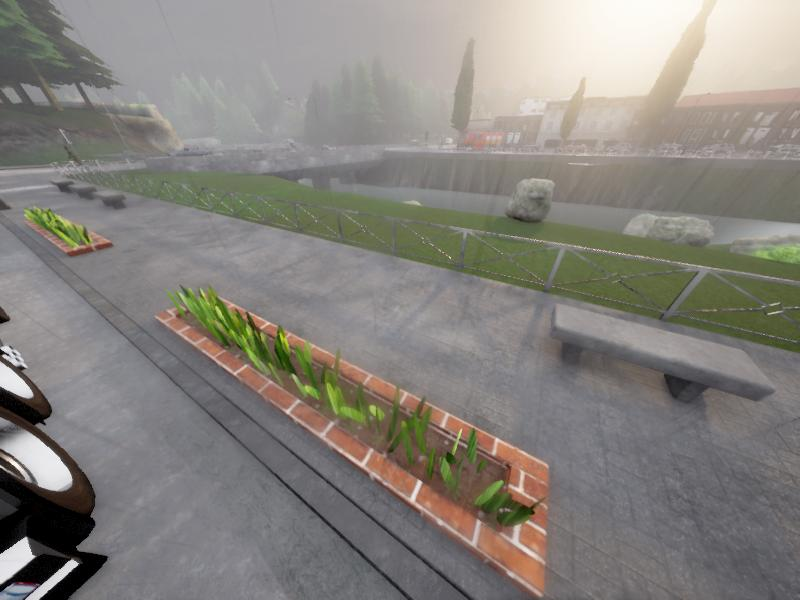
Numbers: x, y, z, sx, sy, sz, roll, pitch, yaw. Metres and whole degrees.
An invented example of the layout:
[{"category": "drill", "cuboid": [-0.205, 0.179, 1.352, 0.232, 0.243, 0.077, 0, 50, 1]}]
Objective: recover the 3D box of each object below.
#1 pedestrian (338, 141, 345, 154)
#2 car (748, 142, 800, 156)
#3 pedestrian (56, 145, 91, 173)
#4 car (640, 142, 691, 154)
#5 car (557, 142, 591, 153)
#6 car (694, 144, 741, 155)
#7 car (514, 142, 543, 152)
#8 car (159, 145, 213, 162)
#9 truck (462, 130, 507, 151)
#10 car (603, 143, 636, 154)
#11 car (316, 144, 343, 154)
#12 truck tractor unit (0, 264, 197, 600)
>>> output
[{"category": "pedestrian", "cuboid": [-10.545, -27.398, 41.538, 0.751, 1.860, 0.751, 21, 40, 28]}, {"category": "car", "cuboid": [56.808, -22.372, 34.274, 5.238, 1.638, 1.930, 18, 39, 24]}, {"category": "pedestrian", "cuboid": [-26.458, -11.449, 18.743, 0.751, 1.860, 0.751, 18, 39, 24]}, {"category": "car", "cuboid": [45.421, -26.085, 39.682, 5.238, 1.638, 1.930, 18, 39, 24]}, {"category": "car", "cuboid": [33.854, -29.848, 45.180, 5.027, 1.651, 2.152, 18, 39, 24]}, {"category": "car", "cuboid": [50.848, -24.245, 37.148, 3.806, 1.475, 1.970, 18, 39, 25]}, {"category": "car", "cuboid": [26.940, -32.107, 48.466, 4.856, 1.649, 2.033, 18, 39, 24]}, {"category": "car", "cuboid": [-28.684, -19.780, 31.121, 2.242, 1.667, 4.611, 18, 39, 24]}, {"category": "truck", "cuboid": [18.708, -35.691, 51.744, 8.468, 3.827, 2.891, 18, 39, 24]}, {"category": "car", "cuboid": [40.046, -27.767, 42.277, 3.806, 1.475, 1.970, 18, 39, 24]}, {"category": "car", "cuboid": [-13.788, -29.959, 45.749, 2.038, 1.542, 4.974, 18, 39, 24]}, {"category": "truck tractor unit", "cuboid": [-5.114, -0.297, 0.783, 6.516, 4.208, 3.053, 18, 39, 24]}]
